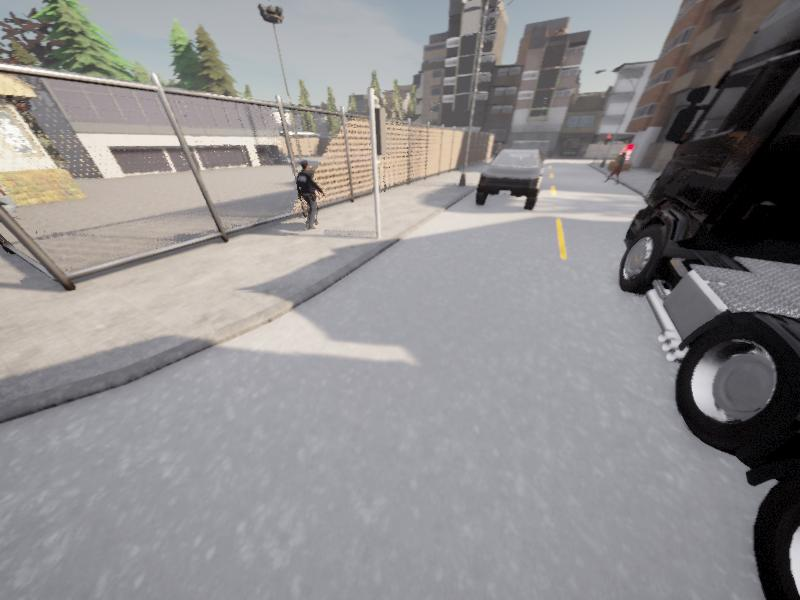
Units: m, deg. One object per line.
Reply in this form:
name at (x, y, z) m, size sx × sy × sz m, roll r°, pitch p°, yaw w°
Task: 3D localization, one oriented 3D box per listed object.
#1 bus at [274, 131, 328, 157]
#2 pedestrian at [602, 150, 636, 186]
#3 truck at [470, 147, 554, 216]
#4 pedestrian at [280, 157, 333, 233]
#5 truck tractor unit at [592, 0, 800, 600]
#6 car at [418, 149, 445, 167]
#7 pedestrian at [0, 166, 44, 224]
bus at (-20.855, -33.719, 49.920) m, size 3.944 × 4.253 × 10.273 m, roll 14°, pitch 37°, yaw 20°
pedestrian at (13.711, -8.280, 14.515) m, size 0.751 × 1.860 × 0.751 m, roll 13°, pitch 37°, yaw 19°
truck at (5.448, -5.908, 10.898) m, size 2.390 × 2.098 × 6.274 m, roll 17°, pitch 38°, yaw 23°
pedestrian at (-2.623, -3.024, 6.683) m, size 0.751 × 1.860 × 0.751 m, roll 16°, pitch 37°, yaw 22°
truck tractor unit at (4.373, -0.711, 1.385) m, size 3.053 × 4.208 × 6.516 m, roll 17°, pitch 38°, yaw 23°
car at (3.695, -16.656, 27.044) m, size 1.789 × 1.547 × 3.705 m, roll 16°, pitch 38°, yaw 23°
pedestrian at (-13.152, -3.542, 7.490) m, size 0.751 × 1.860 × 0.751 m, roll 8°, pitch 35°, yaw 12°
